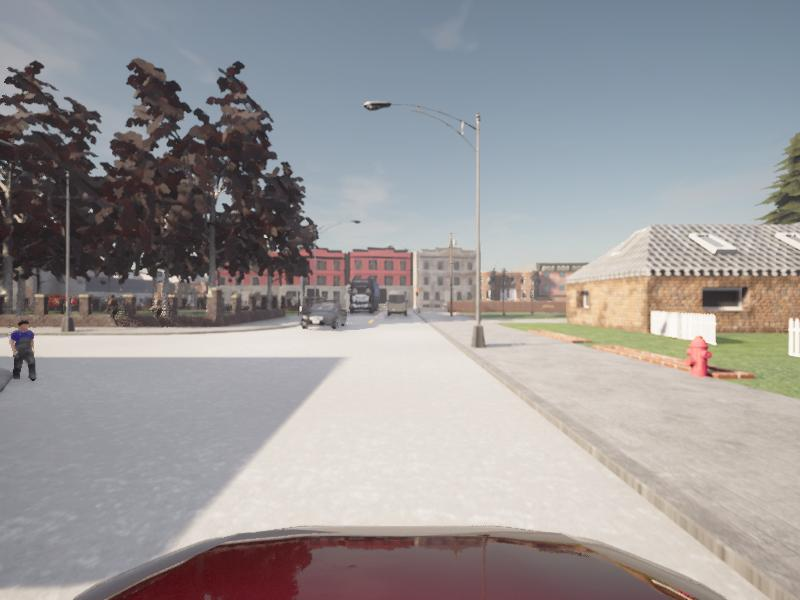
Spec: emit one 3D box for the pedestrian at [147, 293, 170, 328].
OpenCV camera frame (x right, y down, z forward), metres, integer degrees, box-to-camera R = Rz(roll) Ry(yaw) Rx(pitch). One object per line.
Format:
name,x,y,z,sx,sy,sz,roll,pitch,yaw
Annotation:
pedestrian,-12.784,0.541,21.173,0.751,1.860,0.751,0,0,-2

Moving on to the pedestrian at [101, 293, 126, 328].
pedestrian,-15.225,0.541,21.268,0.751,1.860,0.751,0,0,4

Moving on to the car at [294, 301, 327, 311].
car,-13.640,0.890,61.343,4.674,1.442,1.812,0,0,0

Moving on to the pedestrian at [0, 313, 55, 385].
pedestrian,-7.421,0.920,7.867,0.751,1.300,0.751,0,0,29

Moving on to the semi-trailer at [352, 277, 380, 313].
semi-trailer,-4.466,-0.598,55.217,2.717,4.402,14.254,0,0,0

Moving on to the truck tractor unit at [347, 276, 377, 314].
truck tractor unit,-4.385,-0.506,47.307,3.053,4.208,6.516,0,0,-1

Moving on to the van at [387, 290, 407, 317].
van,-0.250,0.337,41.665,1.988,2.561,5.915,0,0,1

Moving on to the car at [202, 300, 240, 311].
car,-27.425,0.843,61.258,5.008,1.535,1.882,0,0,0

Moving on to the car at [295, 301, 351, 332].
car,-4.170,0.844,22.635,2.128,1.511,4.902,0,0,2
